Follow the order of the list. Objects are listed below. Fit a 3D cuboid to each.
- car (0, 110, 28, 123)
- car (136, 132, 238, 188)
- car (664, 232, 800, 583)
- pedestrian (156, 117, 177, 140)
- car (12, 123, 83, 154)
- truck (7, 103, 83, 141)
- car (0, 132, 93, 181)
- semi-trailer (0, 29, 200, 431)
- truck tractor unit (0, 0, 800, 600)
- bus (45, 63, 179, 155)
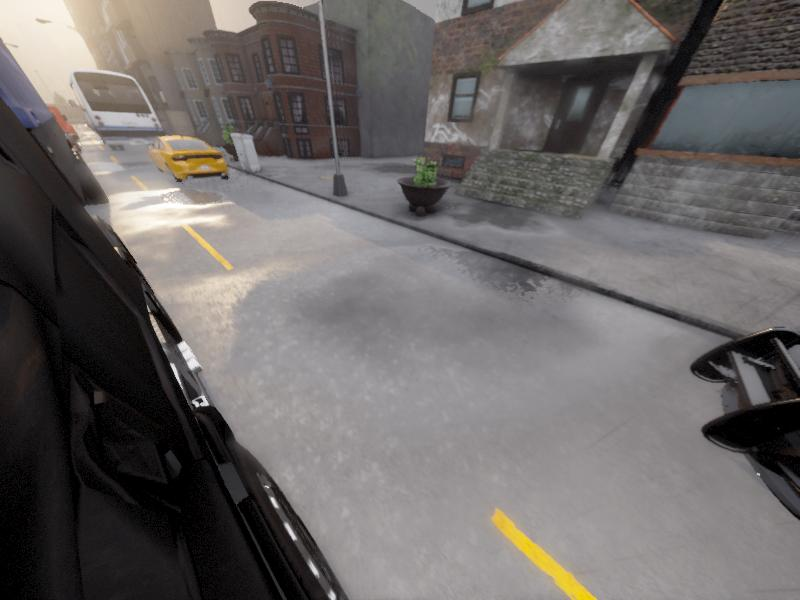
[{"bbox_3d":[-69.729,-32.077,40.346,2.097,1.767,4.553,29,44,31],"label":"car"},{"bbox_3d":[-9.494,-6.359,10.227,5.008,1.535,1.882,29,44,31],"label":"car"},{"bbox_3d":[4.722,1.563,0.514,5.238,1.638,1.930,29,44,31],"label":"car"},{"bbox_3d":[-24.663,-18.125,24.428,0.751,1.860,0.751,29,44,31],"label":"pedestrian"},{"bbox_3d":[-23.287,-10.857,15.461,4.181,1.385,1.994,31,45,32],"label":"car"},{"bbox_3d":[-31.829,-16.082,20.945,5.204,2.467,2.627,29,44,31],"label":"truck"},{"bbox_3d":[-15.549,-6.460,10.177,4.718,1.301,1.895,30,45,31],"label":"car"},{"bbox_3d":[-8.632,-3.656,4.283,14.254,4.402,2.717,29,44,30],"label":"semi-trailer"},{"bbox_3d":[-2.645,-0.295,0.351,6.516,4.208,3.053,28,44,30],"label":"truck tractor unit"},{"bbox_3d":[-21.699,-14.166,17.575,10.273,4.253,3.944,30,45,31],"label":"bus"}]
